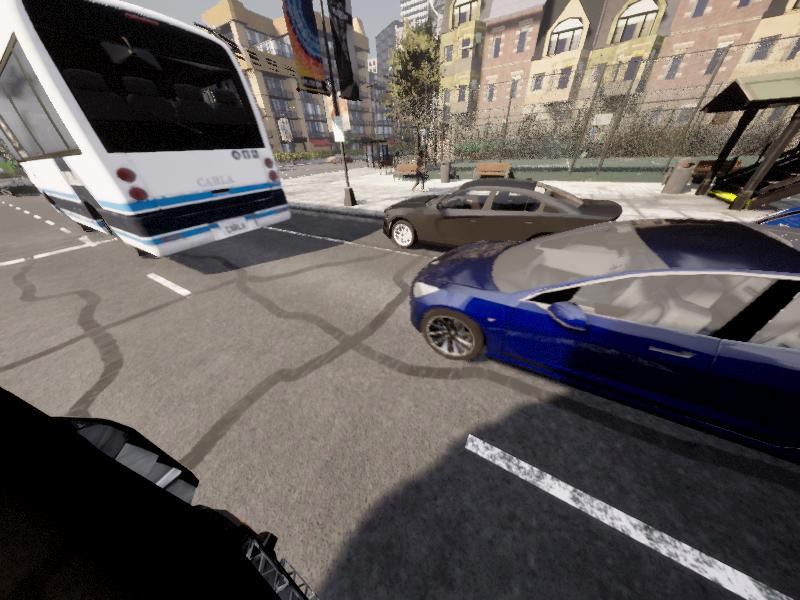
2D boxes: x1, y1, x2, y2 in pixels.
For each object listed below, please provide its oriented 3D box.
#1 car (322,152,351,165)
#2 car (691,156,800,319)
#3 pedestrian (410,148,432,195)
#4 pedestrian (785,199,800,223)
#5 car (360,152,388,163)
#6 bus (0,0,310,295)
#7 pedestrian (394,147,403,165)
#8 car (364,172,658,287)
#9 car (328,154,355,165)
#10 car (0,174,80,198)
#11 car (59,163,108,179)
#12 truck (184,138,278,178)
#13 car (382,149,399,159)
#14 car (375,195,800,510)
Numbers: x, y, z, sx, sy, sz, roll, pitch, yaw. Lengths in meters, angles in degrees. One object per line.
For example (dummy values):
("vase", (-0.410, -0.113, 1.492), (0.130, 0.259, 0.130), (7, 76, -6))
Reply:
("car", (-11.610, -26.274, 42.838), (1.801, 1.575, 5.366), (16, 38, 26))
("car", (7.505, -0.570, 2.592), (4.553, 1.767, 2.185), (16, 38, 26))
("pedestrian", (0.990, -6.129, 11.057), (0.751, 1.860, 0.751), (16, 38, 26))
("pedestrian", (10.310, -2.711, 5.202), (0.751, 1.860, 0.751), (21, 40, 31))
("car", (-4.546, -25.475, 41.258), (2.033, 1.411, 5.357), (16, 38, 26))
("bus", (-8.322, -4.119, 6.925), (10.273, 4.253, 3.944), (16, 38, 27))
("pedestrian", (-0.120, -17.826, 28.695), (0.751, 1.860, 0.751), (16, 38, 26))
("car", (1.903, -2.000, 5.401), (5.008, 1.535, 2.097), (16, 38, 26))
("car", (-9.933, -23.964, 39.434), (1.994, 1.385, 4.181), (16, 38, 26))
("car", (-31.599, -9.864, 19.965), (4.181, 1.385, 1.994), (-8, 34, -7))
("car", (-53.780, -22.112, 39.463), (2.150, 2.045, 5.566), (-14, 35, -16))
("truck", (-20.787, -18.133, 29.312), (2.891, 3.827, 8.468), (16, 38, 26))
("car", (-1.963, -32.056, 50.740), (1.851, 1.617, 3.988), (16, 38, 26))
("car", (2.397, 0.030, 2.365), (4.792, 1.488, 2.163), (16, 38, 26))
